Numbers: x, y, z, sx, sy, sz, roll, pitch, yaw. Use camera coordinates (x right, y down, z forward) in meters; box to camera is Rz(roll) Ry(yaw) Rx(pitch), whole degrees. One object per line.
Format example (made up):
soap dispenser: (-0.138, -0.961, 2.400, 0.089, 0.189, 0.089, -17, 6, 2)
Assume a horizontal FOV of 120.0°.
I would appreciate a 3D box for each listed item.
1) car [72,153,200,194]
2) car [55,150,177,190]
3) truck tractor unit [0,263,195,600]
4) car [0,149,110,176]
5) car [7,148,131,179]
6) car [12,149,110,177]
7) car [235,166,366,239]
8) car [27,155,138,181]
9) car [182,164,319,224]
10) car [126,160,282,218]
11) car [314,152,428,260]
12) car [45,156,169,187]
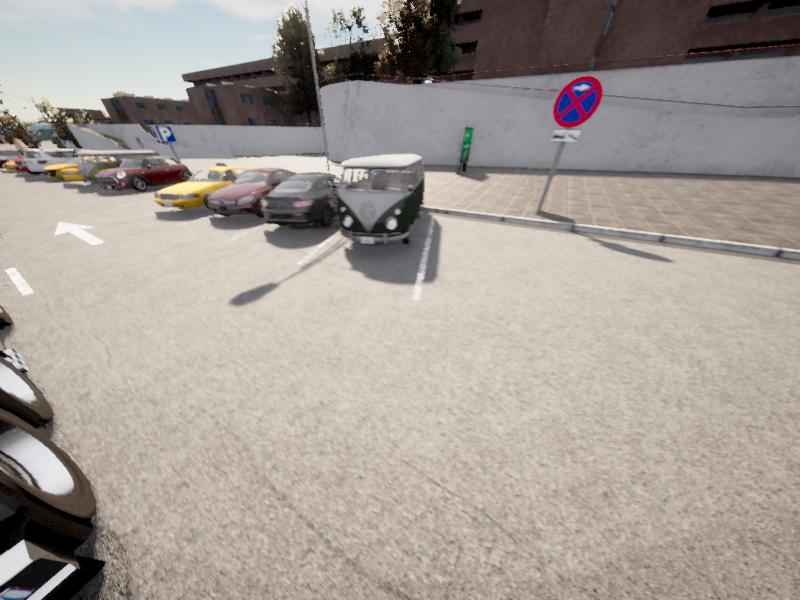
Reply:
car: (-15.799, -7.994, 14.361, 2.185, 1.767, 4.553, 6, 34, 8)
car: (-18.402, -8.819, 15.428, 1.878, 1.987, 4.442, 6, 34, 8)
truck tractor unit: (-5.118, -0.288, 0.816, 6.516, 4.208, 3.053, 18, 38, 25)
car: (-33.853, -13.786, 22.965, 2.435, 2.045, 5.566, 5, 34, 9)
car: (-28.698, -12.201, 20.508, 2.435, 2.045, 5.566, 5, 34, 9)
car: (-31.295, -12.911, 21.655, 1.878, 1.987, 4.442, 5, 34, 9)
car: (-2.918, -3.725, 8.212, 2.002, 1.452, 4.674, 5, 34, 9)
car: (-26.116, -11.162, 19.383, 2.097, 1.535, 5.008, 6, 34, 8)
car: (-5.489, -4.550, 9.459, 2.002, 1.452, 4.674, 6, 34, 8)
car: (-8.100, -5.305, 10.524, 1.946, 1.575, 5.366, 6, 34, 8)
car: (-0.353, -3.059, 6.726, 1.878, 1.987, 4.442, 6, 34, 8)
car: (-20.936, -9.623, 17.043, 1.946, 1.575, 5.366, 5, 34, 9)
